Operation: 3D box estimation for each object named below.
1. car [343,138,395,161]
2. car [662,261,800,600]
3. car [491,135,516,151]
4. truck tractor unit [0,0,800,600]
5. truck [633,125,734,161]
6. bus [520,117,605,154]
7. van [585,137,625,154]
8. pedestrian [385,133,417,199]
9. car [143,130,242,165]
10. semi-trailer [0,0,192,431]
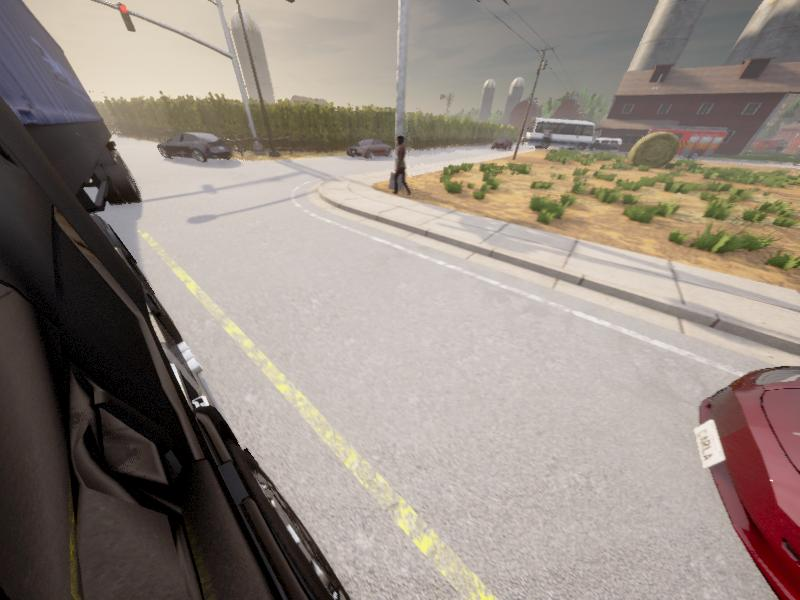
[{"bbox_3d":[-2.531,-12.988,19.787,1.994,1.385,4.181,25,42,27],"label":"car"},{"bbox_3d":[4.245,1.727,0.370,4.792,1.488,2.163,27,43,29],"label":"car"},{"bbox_3d":[16.072,-24.367,35.802,2.097,1.767,4.553,25,42,27],"label":"car"},{"bbox_3d":[-2.645,-0.295,0.351,6.516,4.208,3.053,28,44,30],"label":"truck tractor unit"},{"bbox_3d":[41.784,-23.663,34.710,8.468,3.827,2.891,24,42,26],"label":"truck"},{"bbox_3d":[26.904,-27.843,39.011,10.273,4.253,3.944,7,38,4],"label":"bus"},{"bbox_3d":[34.598,-26.171,39.109,4.480,2.038,2.069,25,42,27],"label":"van"},{"bbox_3d":[0.010,-4.646,8.021,0.751,1.860,0.751,21,41,23],"label":"pedestrian"},{"bbox_3d":[-13.257,-9.909,14.909,4.792,1.488,2.163,13,38,14],"label":"car"},{"bbox_3d":[-8.246,-3.859,4.654,2.717,4.402,14.254,-28,46,-35],"label":"semi-trailer"}]
